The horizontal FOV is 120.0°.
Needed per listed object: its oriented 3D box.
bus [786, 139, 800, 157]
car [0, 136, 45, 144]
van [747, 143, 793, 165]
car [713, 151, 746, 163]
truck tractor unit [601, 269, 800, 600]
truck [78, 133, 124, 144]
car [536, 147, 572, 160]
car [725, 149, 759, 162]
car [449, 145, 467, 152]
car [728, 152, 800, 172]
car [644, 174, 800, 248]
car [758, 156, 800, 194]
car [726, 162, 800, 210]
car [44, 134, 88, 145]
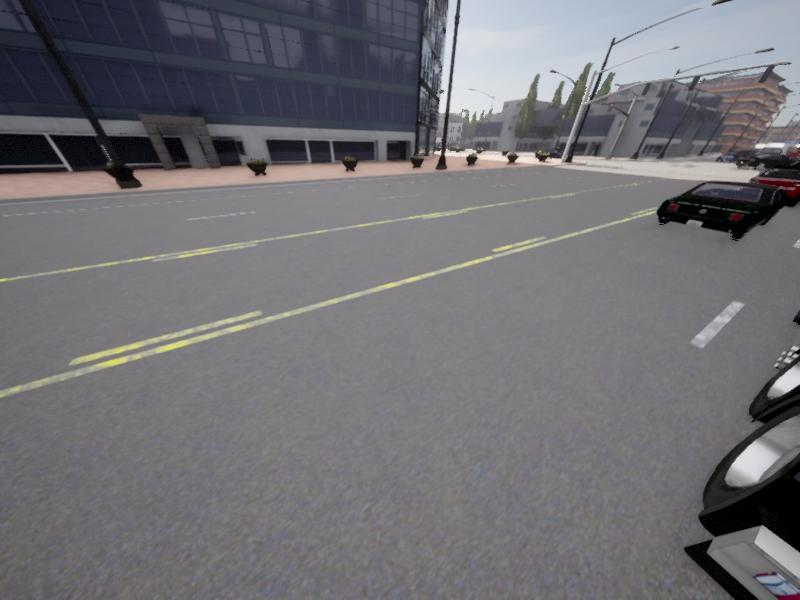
[{"bbox_3d":[87.575,-32.678,48.554,10.273,4.253,3.944,-17,39,-24],"label":"bus"},{"bbox_3d":[-80.790,-34.389,49.564,4.718,1.301,1.895,-16,38,-23],"label":"car"},{"bbox_3d":[54.599,-21.586,34.097,5.915,2.561,1.988,-17,38,-24],"label":"van"},{"bbox_3d":[52.248,-22.713,36.617,4.193,1.474,1.816,-17,38,-24],"label":"car"},{"bbox_3d":[5.121,-0.290,0.771,6.516,4.208,3.053,-18,39,-24],"label":"truck tractor unit"},{"bbox_3d":[-72.518,-39.256,56.228,6.274,2.098,2.390,-16,38,-23],"label":"truck"},{"bbox_3d":[23.753,-22.743,35.829,1.816,1.474,4.193,-16,38,-24],"label":"car"},{"bbox_3d":[58.348,-24.638,39.390,5.238,1.638,1.930,-17,38,-23],"label":"car"},{"bbox_3d":[14.461,-38.088,57.984,2.033,1.411,5.357,-9,36,-15],"label":"car"},{"bbox_3d":[39.712,-14.865,24.803,5.008,1.535,1.882,6,35,7],"label":"car"},{"bbox_3d":[10.384,-3.038,7.337,4.718,1.301,1.895,-17,39,-24],"label":"car"},{"bbox_3d":[23.552,-7.269,13.297,5.238,1.638,1.930,-17,38,-24],"label":"car"},{"bbox_3d":[17.531,-5.346,10.577,4.193,1.474,1.816,-17,39,-24],"label":"car"},{"bbox_3d":[-69.222,-33.354,48.004,4.553,1.767,2.097,-16,38,-23],"label":"car"}]
